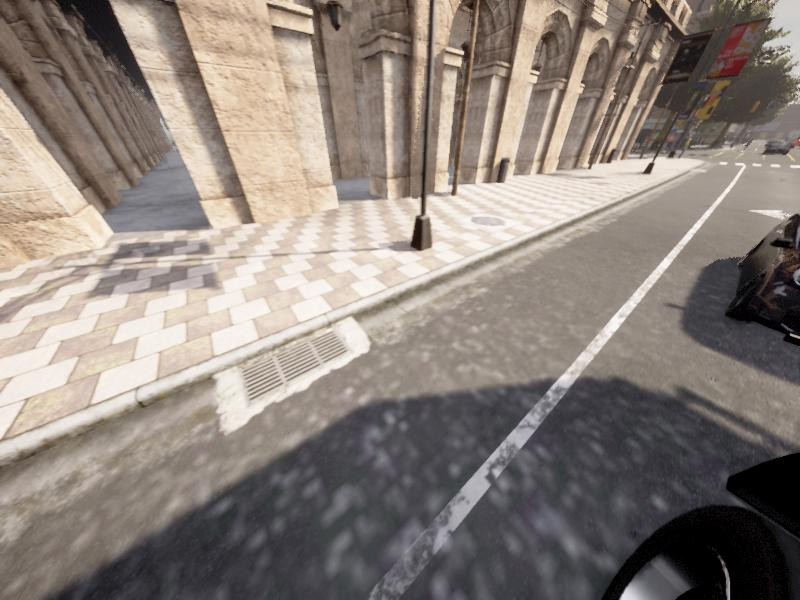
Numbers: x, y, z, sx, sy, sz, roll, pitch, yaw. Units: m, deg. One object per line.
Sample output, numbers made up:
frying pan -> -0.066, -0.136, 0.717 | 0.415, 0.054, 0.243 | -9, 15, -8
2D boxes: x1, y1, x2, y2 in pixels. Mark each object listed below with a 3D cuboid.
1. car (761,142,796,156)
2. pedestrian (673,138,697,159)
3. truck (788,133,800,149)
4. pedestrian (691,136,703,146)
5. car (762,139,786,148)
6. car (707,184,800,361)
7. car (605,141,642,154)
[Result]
car -> 51.895, -20.776, 31.719 | 4.181, 1.385, 1.994 | -24, 42, -30
pedestrian -> 30.024, -15.962, 24.370 | 0.751, 1.860, 0.751 | -23, 41, -28
truck -> 81.124, -31.839, 46.216 | 5.204, 2.467, 2.627 | -24, 42, -30
pedestrian -> 69.207, -36.969, 53.826 | 0.751, 1.860, 0.751 | -3, 35, -4
car -> 79.476, -33.226, 49.092 | 4.902, 1.511, 2.128 | -24, 42, -30
car -> 6.379, -0.437, 3.146 | 3.633, 1.501, 1.845 | -24, 41, -29
car -> 35.136, -24.031, 36.366 | 1.845, 1.501, 3.633 | -24, 41, -30
